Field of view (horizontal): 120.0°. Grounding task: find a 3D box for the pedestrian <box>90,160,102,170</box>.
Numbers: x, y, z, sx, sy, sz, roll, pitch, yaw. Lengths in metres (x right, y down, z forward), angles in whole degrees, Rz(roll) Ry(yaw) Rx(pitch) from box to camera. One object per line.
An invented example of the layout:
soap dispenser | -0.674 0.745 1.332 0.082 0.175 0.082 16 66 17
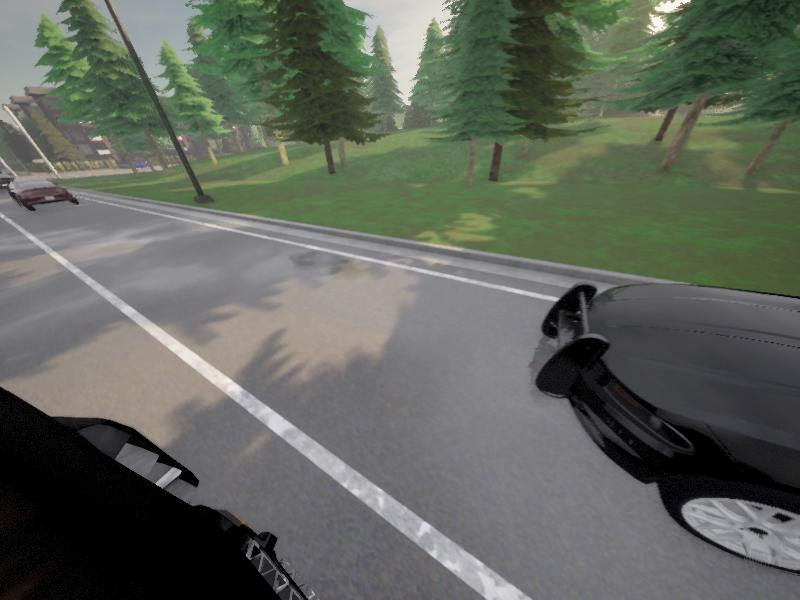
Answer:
pedestrian | -71.866 -31.955 54.616 0.751 1.860 0.751 15 38 25

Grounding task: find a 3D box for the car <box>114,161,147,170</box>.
car | -64.015 -31.977 54.891 1.895 1.301 4.718 16 38 25

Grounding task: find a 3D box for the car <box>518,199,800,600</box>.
car | 3.681 0.789 0.985 5.238 1.638 1.930 16 38 26

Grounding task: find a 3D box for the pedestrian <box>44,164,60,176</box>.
pedestrian | -64.162 -24.047 42.580 0.751 1.860 0.751 13 37 22

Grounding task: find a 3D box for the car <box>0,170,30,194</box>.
car | -36.968 -10.927 21.349 5.238 1.638 1.930 16 38 26

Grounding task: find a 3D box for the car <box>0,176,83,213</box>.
car | -20.779 -6.178 13.294 4.674 1.442 1.812 16 38 26

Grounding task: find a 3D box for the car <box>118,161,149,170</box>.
car | -61.158 -31.003 53.075 1.816 1.474 4.193 16 38 25
